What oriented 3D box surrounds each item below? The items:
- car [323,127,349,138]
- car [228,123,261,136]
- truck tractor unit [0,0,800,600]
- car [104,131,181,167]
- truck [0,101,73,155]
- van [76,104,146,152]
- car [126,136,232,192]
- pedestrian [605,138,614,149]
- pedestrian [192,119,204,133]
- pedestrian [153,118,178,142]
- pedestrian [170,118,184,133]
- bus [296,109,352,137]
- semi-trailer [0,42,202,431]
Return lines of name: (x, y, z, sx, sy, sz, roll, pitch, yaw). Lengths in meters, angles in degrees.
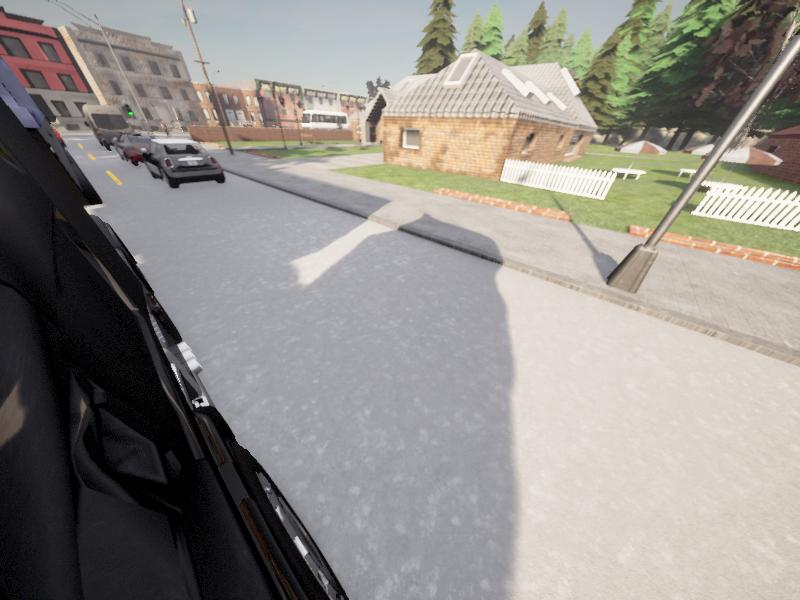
car: (-13.158, -34.524, 47.630, 1.882, 1.535, 5.008, 28, 43, 30)
car: (-26.571, -29.140, 39.530, 1.851, 1.617, 3.988, 28, 44, 30)
truck tractor unit: (-2.645, -0.295, 0.351, 6.516, 4.208, 3.053, 28, 44, 30)
car: (-14.726, -8.719, 13.211, 4.181, 1.385, 1.994, 28, 44, 30)
truck: (-24.292, -11.147, 14.934, 5.204, 2.467, 2.627, 28, 43, 30)
van: (-21.973, -13.044, 17.543, 5.915, 2.561, 1.988, 28, 44, 31)
car: (-9.039, -5.720, 9.477, 3.806, 1.475, 1.970, 28, 44, 30)
pedestrian: (45.903, -34.368, 50.690, 0.751, 1.860, 0.751, 27, 43, 29)
pedestrian: (-33.513, -28.899, 38.340, 0.751, 1.860, 0.751, 25, 42, 27)
pedestrian: (-23.374, -16.985, 23.060, 0.751, 1.860, 0.751, 7, 37, 5)
pedestrian: (-35.514, -27.807, 36.755, 0.751, 1.860, 0.751, 19, 40, 21)
bus: (-15.732, -37.428, 49.079, 3.944, 4.253, 10.273, 28, 44, 30)
semi-trailer: (-8.702, -3.606, 4.219, 14.254, 4.402, 2.717, 28, 44, 30)
